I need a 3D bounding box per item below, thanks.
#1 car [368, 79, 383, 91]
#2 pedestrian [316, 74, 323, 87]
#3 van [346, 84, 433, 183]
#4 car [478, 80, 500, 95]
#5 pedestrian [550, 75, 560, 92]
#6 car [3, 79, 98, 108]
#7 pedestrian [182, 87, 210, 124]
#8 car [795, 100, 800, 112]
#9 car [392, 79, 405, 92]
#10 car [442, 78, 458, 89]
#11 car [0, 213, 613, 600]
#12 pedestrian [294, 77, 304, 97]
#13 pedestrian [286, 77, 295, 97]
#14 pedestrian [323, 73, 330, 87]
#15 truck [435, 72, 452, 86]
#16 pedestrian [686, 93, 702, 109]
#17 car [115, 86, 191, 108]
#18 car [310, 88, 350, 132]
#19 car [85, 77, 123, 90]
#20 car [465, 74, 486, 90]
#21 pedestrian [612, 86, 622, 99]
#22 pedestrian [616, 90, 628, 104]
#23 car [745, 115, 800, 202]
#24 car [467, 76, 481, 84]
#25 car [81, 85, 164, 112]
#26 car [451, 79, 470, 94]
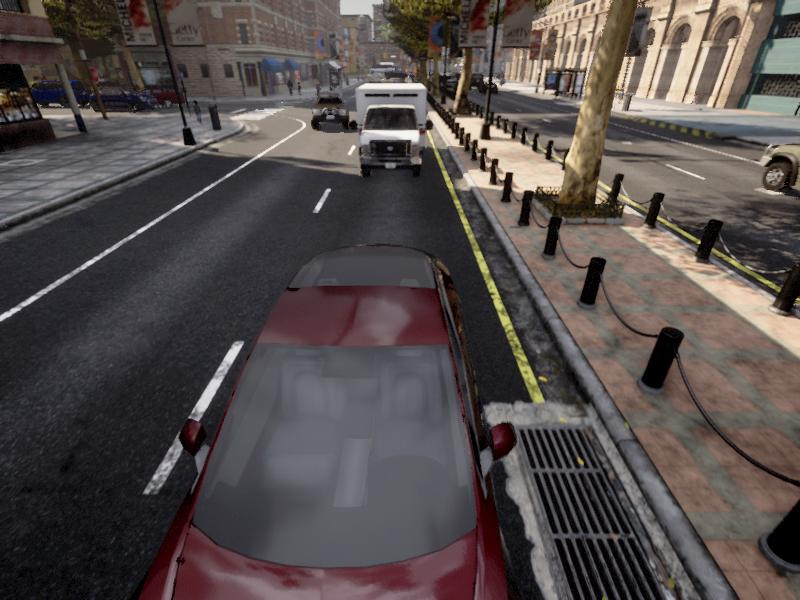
[{"bbox_3d":[-3.652,-31.946,59.390,1.895,1.301,4.718,0,30,0],"label":"car"},{"bbox_3d":[-12.785,-34.862,63.486,0.751,1.860,0.751,2,30,4],"label":"pedestrian"},{"bbox_3d":[-0.273,-6.149,14.129,2.351,2.431,6.366,0,30,0],"label":"van"},{"bbox_3d":[11.327,-27.299,51.342,1.970,1.475,3.806,0,30,0],"label":"car"},{"bbox_3d":[20.173,-28.236,52.132,0.751,1.860,0.751,5,31,9],"label":"pedestrian"},{"bbox_3d":[-29.491,-17.497,33.946,5.566,2.045,2.150,0,30,-1],"label":"car"},{"bbox_3d":[-11.539,-11.032,22.703,0.751,1.860,0.751,0,30,0],"label":"pedestrian"},{"bbox_3d":[30.582,-13.506,27.456,2.161,1.482,4.786,0,30,0],"label":"car"},{"bbox_3d":[-0.160,-30.257,56.360,1.812,1.442,4.674,0,30,0],"label":"car"},{"bbox_3d":[7.858,-34.273,63.285,1.994,1.385,4.181,0,30,0],"label":"car"},{"bbox_3d":[-0.324,0.776,3.229,2.163,1.488,4.792,0,30,1],"label":"car"},{"bbox_3d":[-10.922,-23.103,43.361,0.751,1.860,0.751,-1,30,-2],"label":"pedestrian"},{"bbox_3d":[-11.834,-23.051,43.273,0.751,1.860,0.751,-5,31,-9],"label":"pedestrian"},{"bbox_3d":[-11.936,-35.899,65.261,0.751,1.860,0.751,3,30,5],"label":"pedestrian"},{"bbox_3d":[7.883,-40.024,72.421,2.390,2.098,6.274,0,30,0],"label":"truck"},{"bbox_3d":[22.588,-15.279,30.708,0.500,1.100,0.500,-11,32,-18],"label":"pedestrian"},{"bbox_3d":[-20.970,-17.358,34.203,5.008,1.535,1.882,-1,30,-1],"label":"car"},{"bbox_3d":[-3.936,-10.842,22.705,1.932,1.855,4.605,-3,31,-8],"label":"car"},{"bbox_3d":[-45.198,-33.221,61.261,1.930,1.638,5.238,0,30,0],"label":"car"},{"bbox_3d":[11.352,-33.085,60.608,2.150,2.045,5.566,0,30,0],"label":"car"},{"bbox_3d":[21.855,-20.894,40.318,0.500,1.100,0.500,3,30,5],"label":"pedestrian"},{"bbox_3d":[19.339,-17.720,34.887,0.500,1.100,0.500,2,30,4],"label":"pedestrian"},{"bbox_3d":[11.217,-3.086,9.425,1.932,1.855,4.605,0,31,0],"label":"car"},{"bbox_3d":[14.650,-43.633,79.383,1.895,1.301,4.718,0,30,0],"label":"car"},{"bbox_3d":[-21.421,-15.670,31.059,4.553,1.767,2.097,-1,30,-1],"label":"car"},{"bbox_3d":[7.829,-27.848,52.177,1.837,1.490,4.892,0,30,0],"label":"car"}]
